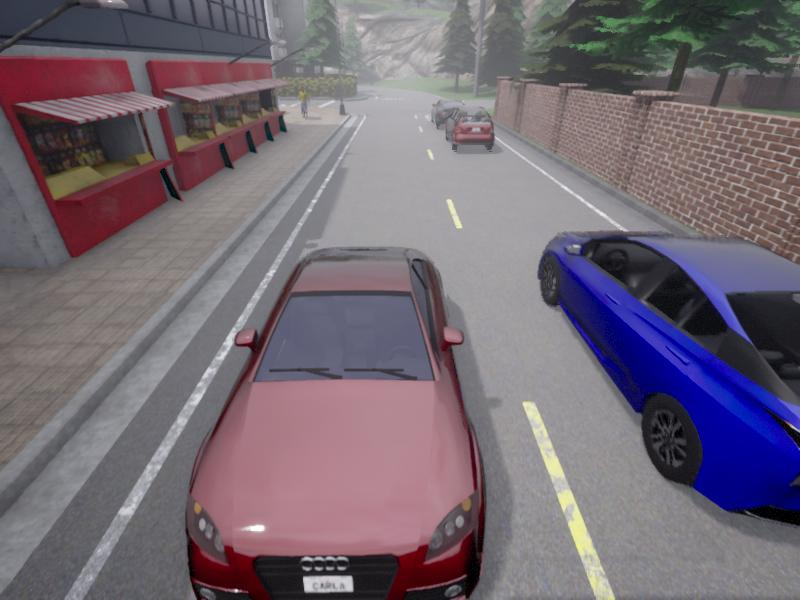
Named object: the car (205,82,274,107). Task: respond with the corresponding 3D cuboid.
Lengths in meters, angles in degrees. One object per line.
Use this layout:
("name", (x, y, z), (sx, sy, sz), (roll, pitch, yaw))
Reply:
("car", (-13.190, -17.066, 33.185), (4.611, 1.667, 2.242), (-1, 30, -2))

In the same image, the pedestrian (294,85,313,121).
("pedestrian", (-5.710, -11.697, 23.775), (0.751, 1.860, 0.751), (1, 30, 3))

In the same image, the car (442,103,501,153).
("car", (2.950, -7.478, 17.245), (1.789, 1.549, 3.705), (0, 30, 0))

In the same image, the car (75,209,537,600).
("car", (-0.426, 0.445, 3.886), (1.994, 1.385, 4.181), (0, 30, -1))

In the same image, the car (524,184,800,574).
("car", (3.083, 0.091, 4.334), (2.007, 1.525, 4.514), (0, 30, 0))

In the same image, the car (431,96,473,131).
("car", (2.887, -10.939, 23.281), (1.812, 1.442, 4.674), (0, 30, 0))
